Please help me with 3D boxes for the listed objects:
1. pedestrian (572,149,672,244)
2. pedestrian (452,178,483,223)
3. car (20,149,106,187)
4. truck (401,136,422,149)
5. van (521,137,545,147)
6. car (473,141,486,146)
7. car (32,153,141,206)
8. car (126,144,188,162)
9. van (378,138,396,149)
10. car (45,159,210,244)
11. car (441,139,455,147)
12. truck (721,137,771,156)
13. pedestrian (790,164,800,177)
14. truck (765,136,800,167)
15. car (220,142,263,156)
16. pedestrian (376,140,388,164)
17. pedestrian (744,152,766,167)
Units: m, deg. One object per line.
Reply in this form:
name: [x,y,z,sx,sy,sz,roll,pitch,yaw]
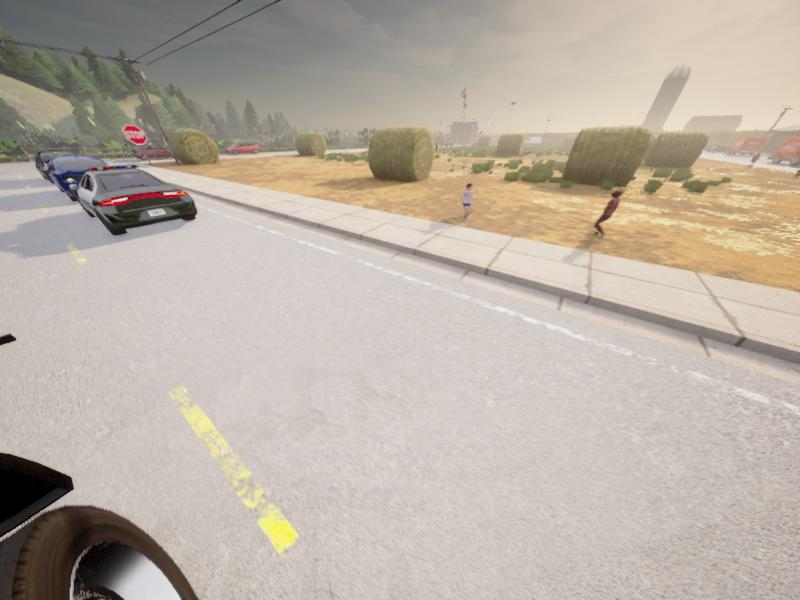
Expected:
pedestrian: [5.025,-2.378,5.377,0.751,1.860,0.751,-14,38,-20]
pedestrian: [1.955,-2.928,6.800,0.500,1.100,0.500,-18,39,-24]
car: [-19.849,-7.879,13.622,4.514,1.525,2.007,22,41,28]
truck: [2.804,-38.576,56.494,2.627,2.467,5.204,24,42,30]
van: [42.924,-51.129,74.590,5.915,2.561,1.988,22,41,28]
car: [27.852,-55.196,81.261,3.806,1.475,1.970,-12,37,-17]
car: [-14.152,-5.594,10.411,5.008,1.535,1.882,22,41,28]
car: [-26.550,-16.222,25.400,1.816,1.474,4.193,24,42,30]
van: [-3.082,-37.290,55.045,1.775,1.987,4.442,24,42,30]
car: [-8.576,-3.344,7.266,4.974,1.542,2.038,22,41,28]
car: [14.314,-46.902,68.998,2.097,1.767,4.553,24,42,30]
truck: [57.934,-25.871,38.897,2.627,2.467,5.204,21,40,27]
pedestrian: [26.773,-8.762,15.248,0.500,1.100,0.500,27,43,33]
truck: [40.801,-14.770,22.986,2.627,2.467,5.204,21,40,27]
car: [-23.101,-22.135,33.776,2.007,1.525,4.514,24,42,30]
pedestrian: [-1.645,-13.653,21.309,0.751,1.860,0.751,-18,39,-24]
pedestrian: [31.941,-12.639,20.794,0.500,1.100,0.500,18,39,24]
